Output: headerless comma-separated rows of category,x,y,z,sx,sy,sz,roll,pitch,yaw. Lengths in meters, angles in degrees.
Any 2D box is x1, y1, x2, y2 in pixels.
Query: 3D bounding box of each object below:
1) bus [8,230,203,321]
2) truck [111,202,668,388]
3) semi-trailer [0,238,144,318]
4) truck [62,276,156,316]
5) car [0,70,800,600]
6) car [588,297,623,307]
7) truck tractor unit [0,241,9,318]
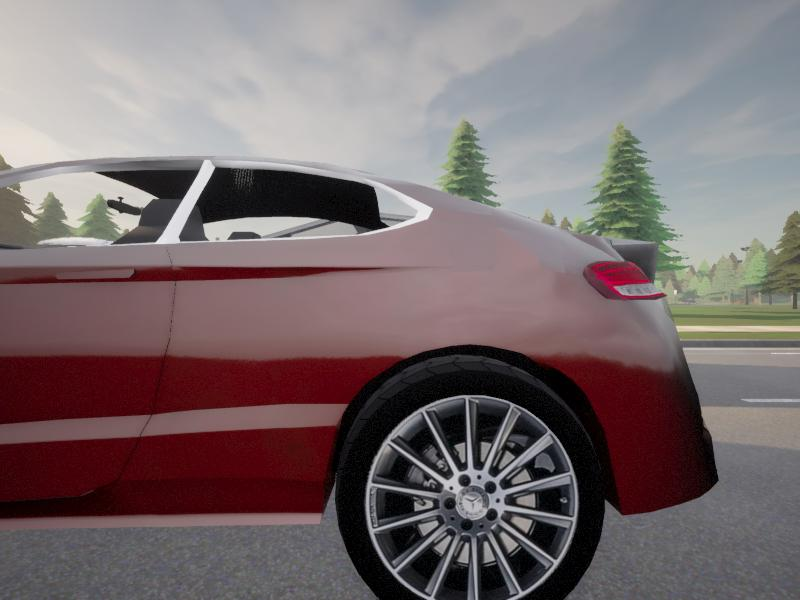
bus,-16.220,-1.149,23.744,3.944,4.253,10.273,0,0,1
truck,-0.117,-0.058,5.701,6.274,2.098,2.390,0,0,0
semi-trailer,-23.300,-1.238,26.964,2.717,4.402,14.254,0,0,1
truck,-19.795,-0.263,27.611,2.627,2.467,5.204,0,0,1
car,-1.307,0.179,2.200,5.027,1.651,2.152,0,0,0
car,35.322,0.352,68.723,5.027,1.651,2.152,0,0,-6
truck tractor unit,-23.398,-1.136,19.050,3.053,4.208,6.516,0,0,1
